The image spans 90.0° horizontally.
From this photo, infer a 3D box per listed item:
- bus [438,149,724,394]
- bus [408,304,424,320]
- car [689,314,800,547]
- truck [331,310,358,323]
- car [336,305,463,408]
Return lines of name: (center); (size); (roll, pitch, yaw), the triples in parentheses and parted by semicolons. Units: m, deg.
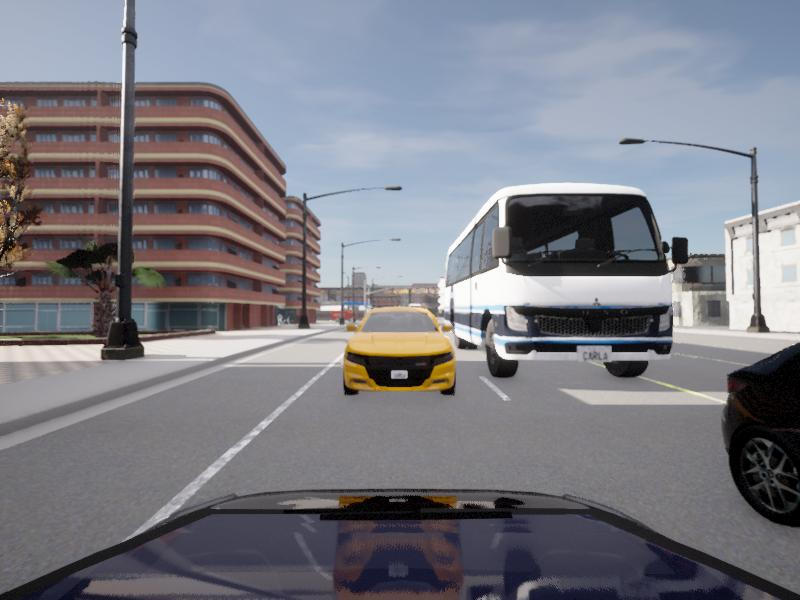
bus: (3.605, -0.411, 12.061); (3.944, 4.253, 10.273); (0, -1, 0)
bus: (4.146, 3.233, 107.058); (3.944, 4.253, 10.273); (0, -2, 0)
car: (3.499, 0.859, 1.488); (1.816, 1.474, 4.193); (0, 0, 0)
truck: (-11.529, 3.409, 83.182); (5.204, 2.467, 2.627); (0, -2, -1)
car: (-0.011, 0.884, 8.470); (1.882, 1.535, 5.008); (0, -1, 0)
